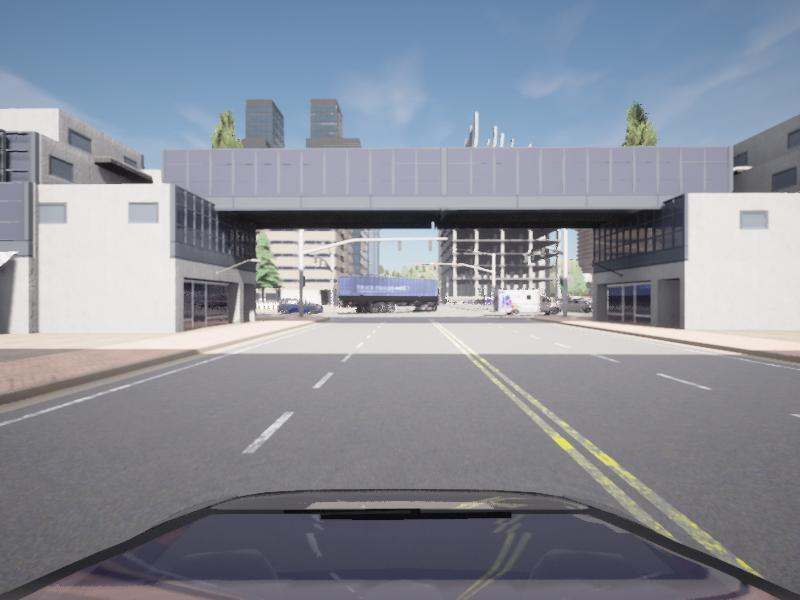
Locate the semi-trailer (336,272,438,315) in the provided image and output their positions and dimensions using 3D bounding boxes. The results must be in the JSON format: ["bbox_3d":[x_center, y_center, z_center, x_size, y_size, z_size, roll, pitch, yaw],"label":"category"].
[{"bbox_3d":[-0.990,-0.692,47.688,2.717,4.402,14.254,1,1,44],"label":"semi-trailer"}]

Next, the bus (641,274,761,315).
[{"bbox_3d":[33.098,-0.595,44.452,10.273,4.253,3.944,0,0,2],"label":"bus"}]

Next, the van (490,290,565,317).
[{"bbox_3d":[12.063,0.326,38.213,6.366,2.431,2.351,0,0,1],"label":"van"}]

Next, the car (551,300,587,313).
[{"bbox_3d":[20.447,0.761,48.530,3.633,1.501,1.845,0,0,1],"label":"car"}]

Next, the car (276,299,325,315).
[{"bbox_3d":[-10.347,0.699,41.908,4.611,1.667,2.242,0,0,1],"label":"car"}]

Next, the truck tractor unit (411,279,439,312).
[{"bbox_3d":[3.487,-0.593,53.892,3.053,4.208,6.516,0,0,9],"label":"truck tractor unit"}]
